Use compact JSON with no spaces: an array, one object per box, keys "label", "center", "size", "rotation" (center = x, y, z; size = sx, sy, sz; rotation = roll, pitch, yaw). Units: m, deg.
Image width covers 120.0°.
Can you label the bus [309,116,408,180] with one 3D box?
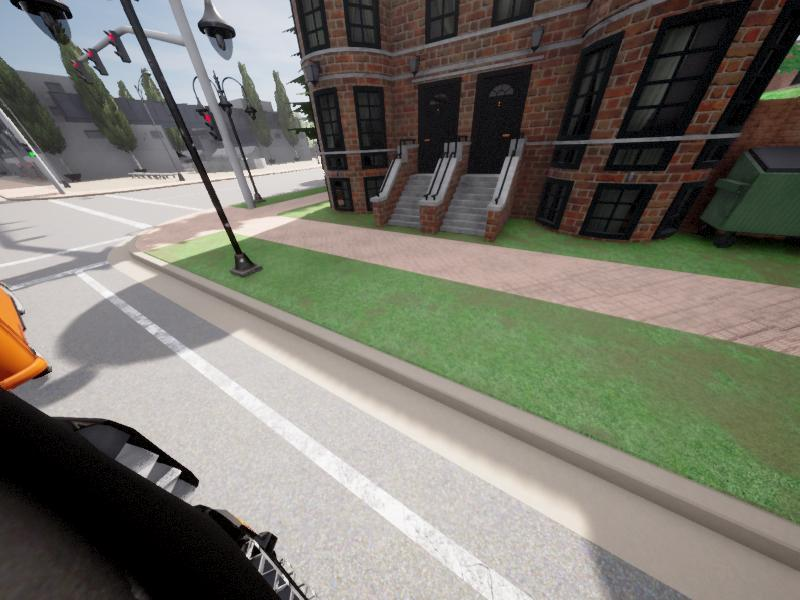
[{"label":"bus","center":[-3.227,-14.979,22.871],"size":[3.944,4.253,10.273],"rotation":[14,37,23]}]

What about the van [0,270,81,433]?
[{"label":"van","center":[-6.066,0.088,2.471],"size":[4.442,1.987,1.775],"rotation":[17,38,27]}]
